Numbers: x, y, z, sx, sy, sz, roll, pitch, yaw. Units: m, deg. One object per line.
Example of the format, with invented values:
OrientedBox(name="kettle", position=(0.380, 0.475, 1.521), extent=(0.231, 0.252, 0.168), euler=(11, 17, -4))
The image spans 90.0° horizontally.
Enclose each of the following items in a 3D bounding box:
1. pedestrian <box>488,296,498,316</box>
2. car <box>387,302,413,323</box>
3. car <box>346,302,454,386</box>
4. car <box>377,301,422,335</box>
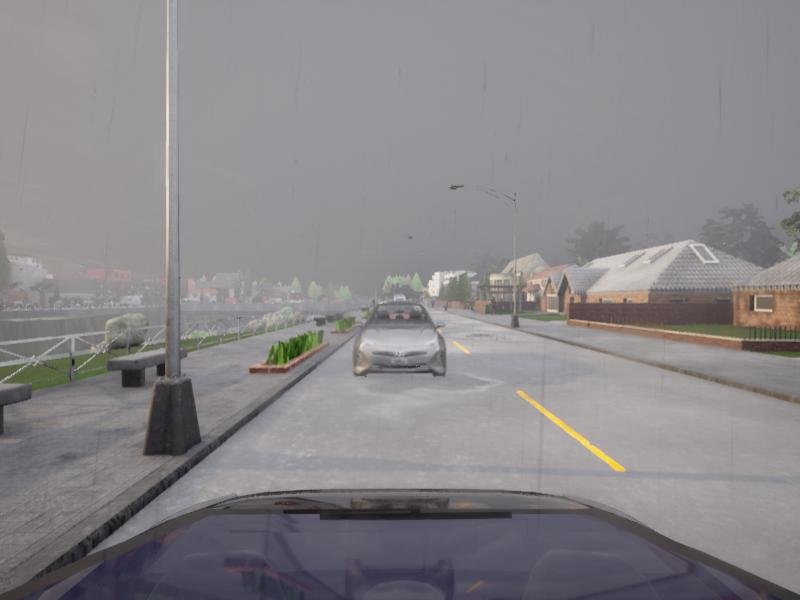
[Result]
OrientedBox(name="pedestrian", position=(8.856, 0.538, 38.022), extent=(0.751, 1.860, 0.751), euler=(0, 0, -8))
OrientedBox(name="car", position=(-0.020, 0.858, 29.959), extent=(1.816, 1.474, 4.193), euler=(0, 0, 0))
OrientedBox(name="car", position=(-0.008, 0.829, 9.692), extent=(2.007, 1.525, 4.514), euler=(0, 0, 0))
OrientedBox(name="car", position=(-0.015, 0.830, 20.339), extent=(2.007, 1.525, 4.514), euler=(0, 0, 0))
